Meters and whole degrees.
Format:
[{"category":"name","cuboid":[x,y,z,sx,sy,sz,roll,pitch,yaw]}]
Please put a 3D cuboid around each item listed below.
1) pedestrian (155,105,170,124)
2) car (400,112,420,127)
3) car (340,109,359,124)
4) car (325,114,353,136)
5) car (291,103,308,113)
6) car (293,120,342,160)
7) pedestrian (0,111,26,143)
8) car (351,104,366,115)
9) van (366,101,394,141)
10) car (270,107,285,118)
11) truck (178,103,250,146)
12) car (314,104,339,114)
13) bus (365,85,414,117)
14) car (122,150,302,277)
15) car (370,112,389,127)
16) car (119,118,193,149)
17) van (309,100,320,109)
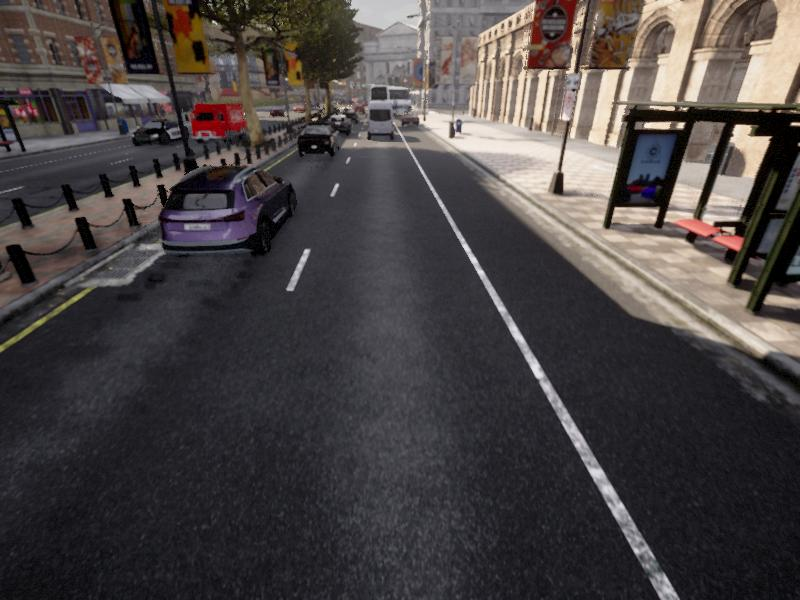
[{"category":"pedestrian","cuboid":[-25.533,-19.948,43.054,0.751,1.860,0.751,0,27,0]},{"category":"car","cuboid":[1.029,-19.757,43.720,1.895,1.301,4.718,-1,27,-3]},{"category":"car","cuboid":[-5.968,-22.046,47.965,1.837,1.490,4.892,-1,27,-3]},{"category":"car","cuboid":[-5.215,-15.103,34.452,1.970,1.475,3.806,-1,27,-3]},{"category":"car","cuboid":[-19.059,-36.745,76.404,2.242,1.667,4.611,-1,27,-3]},{"category":"car","cuboid":[-4.576,-9.266,22.893,1.930,1.638,5.238,-1,27,-3]},{"category":"pedestrian","cuboid":[-25.669,-11.344,26.279,0.751,1.860,0.751,-4,27,-8]},{"category":"car","cuboid":[-7.166,-33.144,69.459,2.152,1.651,5.027,-1,27,-3]},{"category":"van","cuboid":[-1.579,-14.369,31.861,1.988,2.561,5.915,-1,27,-3]},{"category":"car","cuboid":[-18.604,-28.490,60.642,1.994,1.385,4.181,-8,28,-15]},{"category":"truck","cuboid":[-12.896,-12.513,28.299,2.627,2.467,5.204,-1,27,-2]},{"category":"car","cuboid":[-13.069,-34.186,71.639,3.806,1.475,1.970,-20,34,-34]},{"category":"bus","cuboid":[-1.380,-32.300,64.952,3.944,4.253,10.273,9,28,21]},{"category":"car","cuboid":[-3.824,-2.315,9.361,2.033,1.649,4.856,-1,28,-3]},{"category":"car","cuboid":[-2.248,-19.973,44.147,1.895,1.301,4.718,-1,27,-3]},{"category":"car","cuboid":[-16.326,-11.405,27.160,2.038,1.542,4.974,-1,27,-3]},{"category":"van","cuboid":[-20.064,-46.127,94.347,1.775,1.987,4.442,-1,27,-3]}]
